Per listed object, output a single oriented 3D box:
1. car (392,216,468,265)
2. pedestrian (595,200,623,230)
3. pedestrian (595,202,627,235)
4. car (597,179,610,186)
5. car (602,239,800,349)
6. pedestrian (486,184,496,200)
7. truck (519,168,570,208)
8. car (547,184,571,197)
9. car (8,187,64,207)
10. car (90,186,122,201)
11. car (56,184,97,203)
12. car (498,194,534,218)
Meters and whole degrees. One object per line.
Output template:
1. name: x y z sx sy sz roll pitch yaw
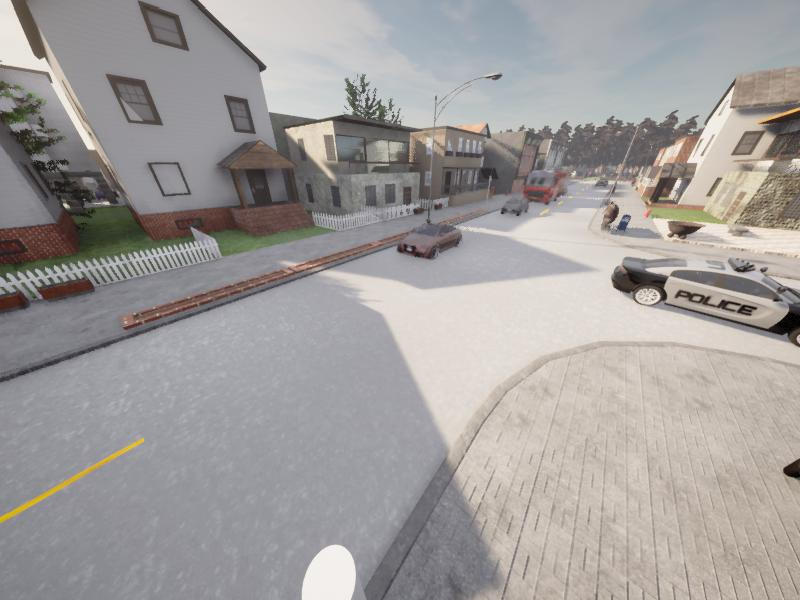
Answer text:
1. car: 1.734 -3.375 12.482 1.994 1.385 4.181 23 37 34
2. pedestrian: 14.591 -5.944 16.167 0.751 1.860 0.751 -26 39 -37
3. pedestrian: 13.708 -5.294 15.041 0.751 1.860 0.751 -16 34 -26
4. car: 50.640 -29.373 57.513 1.994 1.385 4.181 23 37 34
5. car: 9.794 -0.310 6.902 5.238 1.638 1.930 26 39 38
6. pedestrian: 12.215 -14.440 30.900 0.751 1.860 0.751 21 36 32
7. truck: 18.095 -14.178 28.737 2.891 3.827 8.468 23 37 34
8. car: 25.504 -17.569 36.955 2.163 1.488 4.792 23 37 34
9. car: -43.673 -12.532 27.911 2.242 1.667 4.611 -23 37 -34
10. car: -40.001 -14.531 31.503 1.845 1.501 3.633 -23 37 -34
11. car: -41.858 -13.887 30.046 1.905 1.878 3.866 -23 37 -34
12. car: 11.105 -9.029 22.078 1.789 1.549 3.705 23 38 34
